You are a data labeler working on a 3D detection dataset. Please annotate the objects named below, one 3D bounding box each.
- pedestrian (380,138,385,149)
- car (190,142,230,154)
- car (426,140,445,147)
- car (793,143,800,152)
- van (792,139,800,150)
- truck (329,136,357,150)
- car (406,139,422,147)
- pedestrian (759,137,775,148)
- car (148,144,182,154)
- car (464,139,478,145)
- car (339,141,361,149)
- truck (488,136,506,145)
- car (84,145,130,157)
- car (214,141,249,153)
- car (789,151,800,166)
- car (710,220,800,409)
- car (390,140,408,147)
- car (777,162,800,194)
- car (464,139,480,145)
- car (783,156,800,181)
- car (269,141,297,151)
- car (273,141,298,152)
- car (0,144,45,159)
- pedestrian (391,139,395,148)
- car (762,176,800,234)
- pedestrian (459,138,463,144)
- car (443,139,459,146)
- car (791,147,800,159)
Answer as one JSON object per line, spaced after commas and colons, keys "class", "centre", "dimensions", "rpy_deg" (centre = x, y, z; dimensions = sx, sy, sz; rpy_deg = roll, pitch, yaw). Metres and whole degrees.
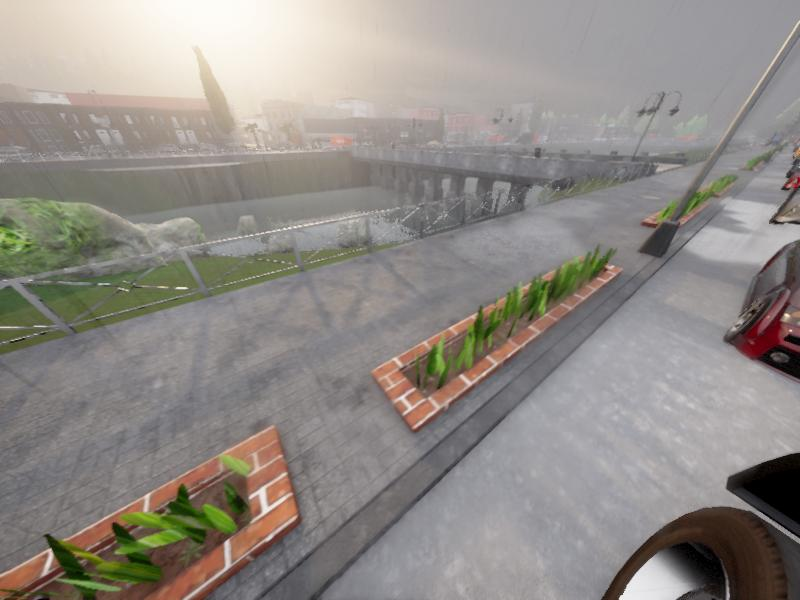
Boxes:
{"class": "pedestrian", "centre": [-3.769, -33.652, 49.698], "dimensions": [0.751, 1.860, 0.751], "rpy_deg": [-10, 36, -14]}
{"class": "car", "centre": [-33.951, -27.276, 41.428], "dimensions": [5.238, 1.638, 1.930], "rpy_deg": [-22, 40, -28]}
{"class": "car", "centre": [10.345, -45.530, 67.031], "dimensions": [5.366, 1.575, 1.801], "rpy_deg": [-22, 41, -28]}
{"class": "car", "centre": [65.985, -24.840, 37.379], "dimensions": [4.181, 1.385, 1.994], "rpy_deg": [-22, 41, -28]}
{"class": "van", "centre": [76.420, -29.579, 43.107], "dimensions": [6.366, 2.431, 2.351], "rpy_deg": [-22, 41, -28]}
{"class": "truck", "centre": [-13.068, -36.234, 53.240], "dimensions": [5.204, 2.467, 2.627], "rpy_deg": [-22, 41, -28]}
{"class": "car", "centre": [3.785, -42.953, 63.146], "dimensions": [3.866, 1.878, 1.905], "rpy_deg": [-22, 41, -28]}
{"class": "pedestrian", "centre": [73.422, -31.539, 46.186], "dimensions": [0.751, 1.860, 0.751], "rpy_deg": [-17, 38, -22]}
{"class": "car", "centre": [-41.607, -26.816, 40.980], "dimensions": [3.806, 1.475, 1.970], "rpy_deg": [-22, 41, -28]}
{"class": "car", "centre": [24.400, -54.151, 79.174], "dimensions": [4.892, 1.490, 1.837], "rpy_deg": [-22, 41, -28]}
{"class": "car", "centre": [-12.490, -38.918, 57.848], "dimensions": [4.974, 1.542, 2.038], "rpy_deg": [-22, 41, -28]}
{"class": "truck", "centre": [33.715, -55.570, 80.269], "dimensions": [5.204, 2.467, 2.627], "rpy_deg": [-22, 41, -28]}
{"class": "car", "centre": [-44.623, -22.803, 35.316], "dimensions": [3.806, 1.475, 1.970], "rpy_deg": [-22, 41, -28]}
{"class": "car", "centre": [-33.282, -30.339, 45.765], "dimensions": [5.238, 1.638, 1.930], "rpy_deg": [-23, 41, -28]}
{"class": "car", "centre": [36.723, -12.802, 20.433], "dimensions": [3.633, 1.501, 1.845], "rpy_deg": [-22, 41, -28]}
{"class": "car", "centre": [5.963, 0.027, 2.660], "dimensions": [4.181, 1.385, 1.994], "rpy_deg": [-22, 41, -28]}
{"class": "car", "centre": [-0.234, -43.983, 64.929], "dimensions": [5.008, 1.535, 1.882], "rpy_deg": [-22, 41, -28]}
{"class": "car", "centre": [20.633, -6.119, 11.091], "dimensions": [4.514, 1.525, 2.007], "rpy_deg": [-22, 41, -28]}
{"class": "car", "centre": [23.311, -50.908, 74.509], "dimensions": [4.974, 1.542, 2.038], "rpy_deg": [-22, 41, -28]}
{"class": "car", "centre": [25.726, -8.269, 14.141], "dimensions": [4.193, 1.474, 1.816], "rpy_deg": [-23, 41, -28]}
{"class": "car", "centre": [-25.416, -33.594, 50.318], "dimensions": [4.856, 1.649, 2.033], "rpy_deg": [-24, 41, -27]}
{"class": "car", "centre": [-23.518, -31.573, 47.464], "dimensions": [3.988, 1.617, 1.851], "rpy_deg": [-22, 41, -28]}
{"class": "car", "centre": [-55.727, -21.085, 32.828], "dimensions": [5.238, 1.638, 1.930], "rpy_deg": [-22, 41, -28]}
{"class": "pedestrian", "centre": [-1.644, -36.499, 53.834], "dimensions": [0.751, 1.860, 0.751], "rpy_deg": [-27, 43, -33]}
{"class": "car", "centre": [13.176, -3.041, 6.787], "dimensions": [4.514, 1.525, 2.007], "rpy_deg": [-22, 41, -28]}
{"class": "pedestrian", "centre": [21.907, -57.333, 83.172], "dimensions": [0.751, 1.860, 0.751], "rpy_deg": [-12, 37, -16]}
{"class": "car", "centre": [16.556, -50.965, 74.602], "dimensions": [5.238, 1.638, 1.930], "rpy_deg": [-22, 41, -28]}
{"class": "car", "centre": [47.775, -17.372, 26.813], "dimensions": [5.008, 1.535, 1.882], "rpy_deg": [-22, 41, -28]}
